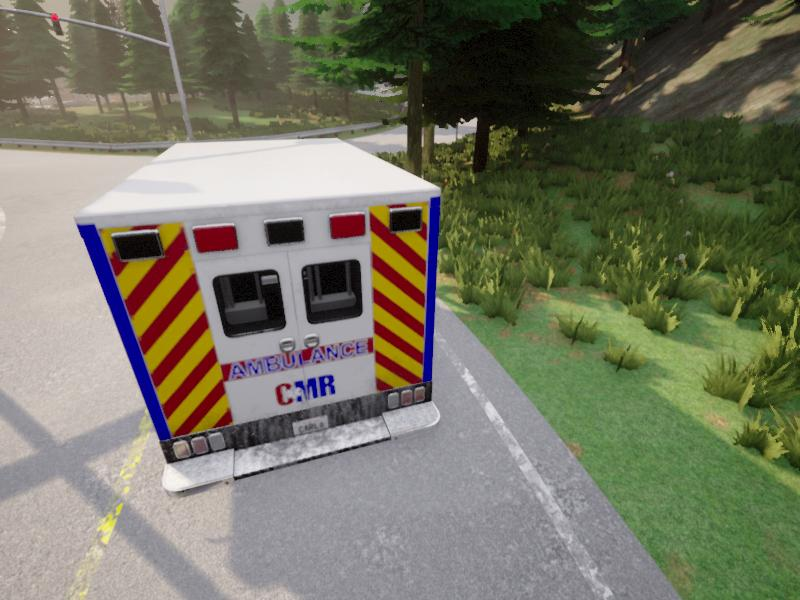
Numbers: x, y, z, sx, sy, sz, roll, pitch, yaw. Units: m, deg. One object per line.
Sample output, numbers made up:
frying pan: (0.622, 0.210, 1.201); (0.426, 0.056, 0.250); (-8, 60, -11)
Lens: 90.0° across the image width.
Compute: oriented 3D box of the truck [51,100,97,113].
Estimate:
truck: (-62.376, -37.133, 76.759); (2.390, 2.098, 6.274); (8, 28, 15)

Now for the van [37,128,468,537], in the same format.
van: (-1.694, -0.807, 5.534); (2.351, 2.431, 6.366); (-9, 28, -17)
